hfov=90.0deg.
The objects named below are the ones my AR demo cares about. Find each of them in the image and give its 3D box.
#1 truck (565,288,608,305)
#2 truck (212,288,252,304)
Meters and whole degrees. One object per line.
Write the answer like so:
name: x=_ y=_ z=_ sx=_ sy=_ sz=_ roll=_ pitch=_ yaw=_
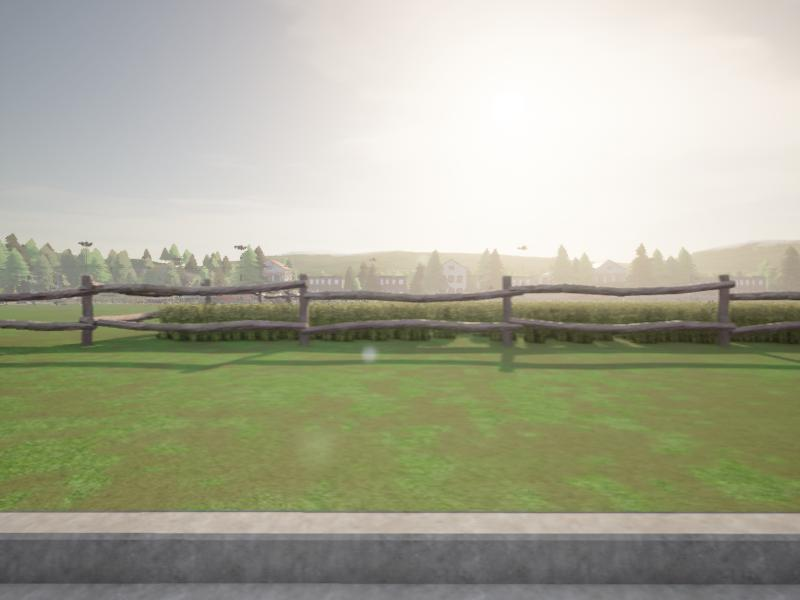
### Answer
truck: x=42.712 y=-0.856 z=91.674 sx=8.468 sy=3.827 sz=2.891 roll=0 pitch=0 yaw=0
truck: x=-40.049 y=-0.989 z=95.551 sx=8.468 sy=3.827 sz=2.891 roll=0 pitch=0 yaw=0
